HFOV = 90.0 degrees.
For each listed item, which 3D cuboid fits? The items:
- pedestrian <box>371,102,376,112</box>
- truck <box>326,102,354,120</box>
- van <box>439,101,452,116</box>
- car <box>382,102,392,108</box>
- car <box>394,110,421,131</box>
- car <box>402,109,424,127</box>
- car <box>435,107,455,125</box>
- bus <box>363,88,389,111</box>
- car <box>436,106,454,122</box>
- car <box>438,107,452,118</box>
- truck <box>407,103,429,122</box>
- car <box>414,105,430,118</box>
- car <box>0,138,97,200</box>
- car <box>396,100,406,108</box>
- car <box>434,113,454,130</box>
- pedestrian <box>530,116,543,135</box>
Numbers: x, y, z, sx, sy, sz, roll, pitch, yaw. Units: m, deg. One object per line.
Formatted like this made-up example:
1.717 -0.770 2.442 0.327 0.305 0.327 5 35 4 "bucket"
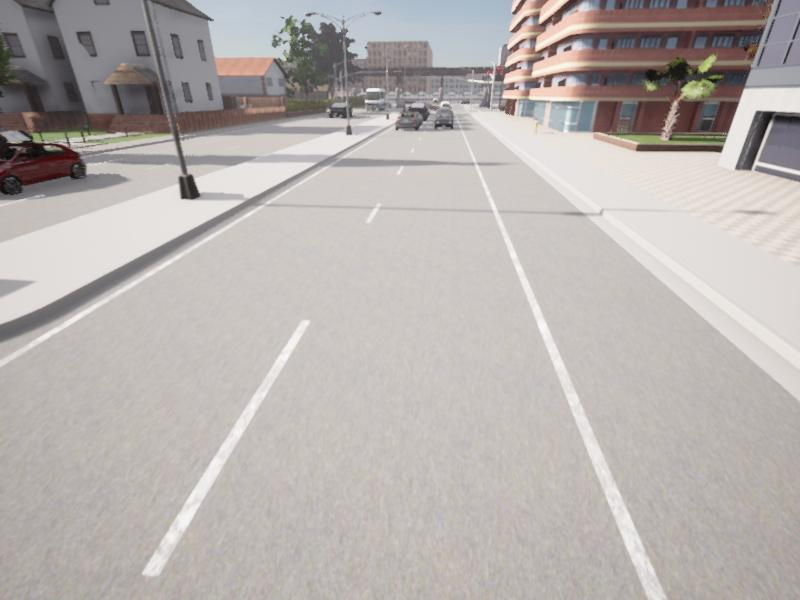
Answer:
-5.134 -37.256 77.215 0.751 1.860 0.751 5 28 10 "pedestrian"
-8.544 -27.411 57.799 2.390 2.098 6.274 3 27 5 "truck"
7.622 -32.284 67.352 2.069 2.038 4.480 3 27 5 "van"
-3.272 -49.928 102.500 1.994 1.385 4.181 3 27 5 "car"
0.791 -17.557 39.059 2.242 1.667 4.611 3 27 5 "car"
1.503 -20.583 45.114 2.038 1.542 4.974 3 27 5 "car"
5.176 -21.365 46.353 2.097 1.767 4.553 3 27 5 "car"
-5.007 -43.159 86.153 3.944 4.253 10.273 3 27 5 "bus"
6.012 -24.921 53.479 2.152 1.651 5.027 3 27 5 "car"
6.862 -28.451 60.708 1.895 1.301 4.718 3 27 5 "car"
2.420 -24.806 52.729 2.390 2.098 6.274 3 27 5 "truck"
3.341 -28.569 60.626 2.038 1.542 4.974 3 27 5 "car"
-13.688 -4.848 14.475 1.816 1.474 4.193 3 27 5 "car"
0.221 -49.988 102.186 2.097 1.767 4.553 3 27 5 "car"
4.455 -18.013 40.361 1.895 1.301 4.718 3 27 5 "car"
11.041 -14.141 32.402 0.751 1.300 0.751 10 29 19 "pedestrian"
